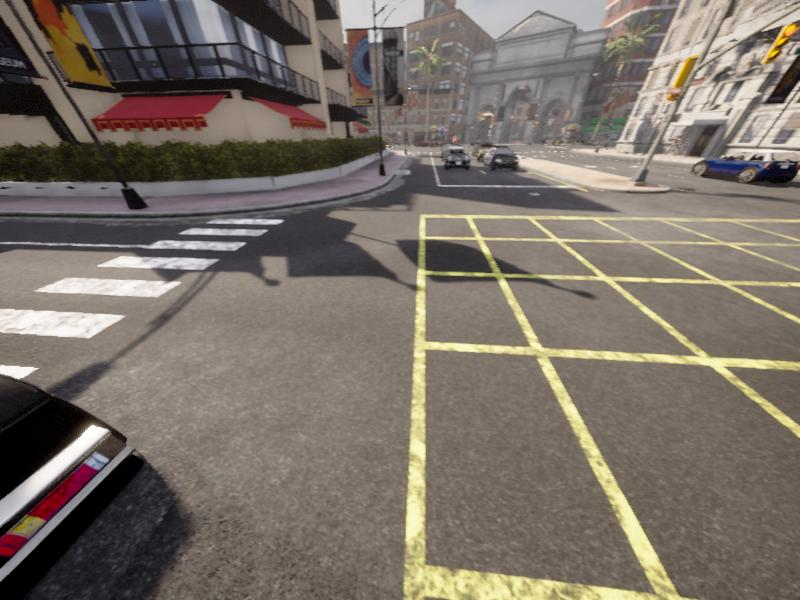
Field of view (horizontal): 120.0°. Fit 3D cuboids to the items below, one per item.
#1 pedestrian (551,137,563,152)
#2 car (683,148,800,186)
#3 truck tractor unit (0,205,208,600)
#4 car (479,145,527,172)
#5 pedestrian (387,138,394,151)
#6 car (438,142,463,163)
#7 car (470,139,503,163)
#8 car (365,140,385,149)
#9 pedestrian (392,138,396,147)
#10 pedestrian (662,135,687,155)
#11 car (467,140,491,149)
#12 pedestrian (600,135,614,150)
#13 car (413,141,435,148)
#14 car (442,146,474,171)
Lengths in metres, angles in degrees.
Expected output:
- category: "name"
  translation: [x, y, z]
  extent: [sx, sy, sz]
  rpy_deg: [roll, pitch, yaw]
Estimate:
- category: "pedestrian"
  translation: [23.865, -23.697, 35.179]
  extent: [0.751, 1.860, 0.751]
  rpy_deg: [-1, 35, -1]
- category: "car"
  translation: [19.014, -7.486, 12.833]
  extent: [1.970, 1.475, 3.806]
  rpy_deg: [2, 36, 4]
- category: "truck tractor unit"
  translation: [-5.353, 0.097, 0.238]
  extent: [6.516, 4.208, 3.053]
  rpy_deg: [5, 35, 7]
- category: "car"
  translation: [8.097, -11.531, 18.683]
  extent: [2.038, 1.542, 4.974]
  rpy_deg: [2, 36, 4]
- category: "pedestrian"
  translation: [-1.576, -26.644, 39.539]
  extent: [0.751, 1.860, 0.751]
  rpy_deg: [-28, 43, -33]
- category: "car"
  translation: [5.220, -15.693, 24.497]
  extent: [1.930, 1.638, 5.238]
  rpy_deg: [2, 36, 4]
- category: "car"
  translation: [8.650, -15.284, 23.653]
  extent: [1.932, 1.855, 4.605]
  rpy_deg: [2, 36, 4]
- category: "car"
  translation: [-5.652, -34.963, 51.958]
  extent: [4.193, 1.474, 1.816]
  rpy_deg: [3, 36, 5]
- category: "pedestrian"
  translation: [-1.500, -38.654, 56.699]
  extent: [0.751, 1.860, 0.751]
  rpy_deg: [4, 36, 7]
- category: "pedestrian"
  translation: [30.298, -17.133, 25.559]
  extent: [0.751, 1.860, 0.751]
  rpy_deg: [4, 36, 6]
- category: "car"
  translation: [15.775, -31.297, 46.424]
  extent: [1.812, 1.442, 4.674]
  rpy_deg: [-16, 38, -20]
- category: "pedestrian"
  translation: [31.628, -24.080, 35.309]
  extent: [0.751, 1.860, 0.751]
  rpy_deg: [-6, 36, -7]
- category: "car"
  translation: [5.570, -36.009, 53.374]
  extent: [4.718, 1.301, 1.895]
  rpy_deg: [11, 37, 16]
- category: "car"
  translation: [4.632, -11.761, 19.117]
  extent: [1.970, 1.475, 3.806]
  rpy_deg: [2, 36, 4]
